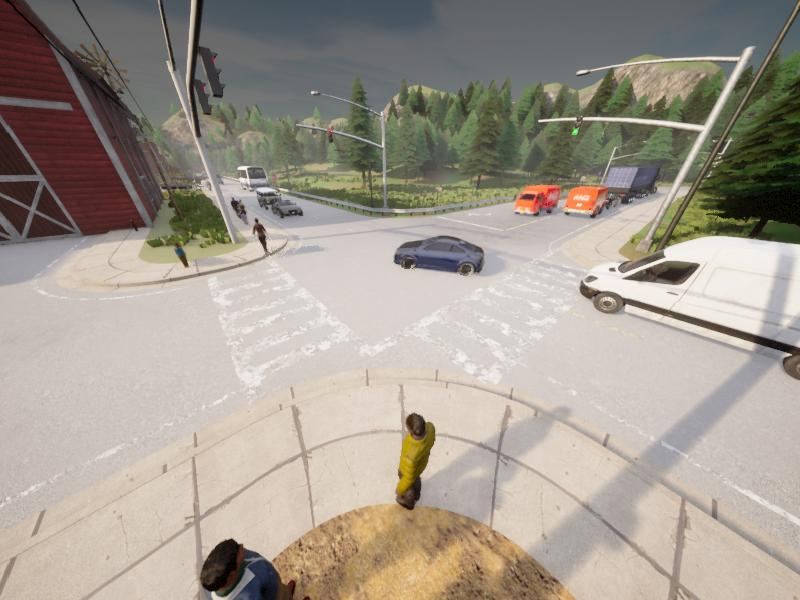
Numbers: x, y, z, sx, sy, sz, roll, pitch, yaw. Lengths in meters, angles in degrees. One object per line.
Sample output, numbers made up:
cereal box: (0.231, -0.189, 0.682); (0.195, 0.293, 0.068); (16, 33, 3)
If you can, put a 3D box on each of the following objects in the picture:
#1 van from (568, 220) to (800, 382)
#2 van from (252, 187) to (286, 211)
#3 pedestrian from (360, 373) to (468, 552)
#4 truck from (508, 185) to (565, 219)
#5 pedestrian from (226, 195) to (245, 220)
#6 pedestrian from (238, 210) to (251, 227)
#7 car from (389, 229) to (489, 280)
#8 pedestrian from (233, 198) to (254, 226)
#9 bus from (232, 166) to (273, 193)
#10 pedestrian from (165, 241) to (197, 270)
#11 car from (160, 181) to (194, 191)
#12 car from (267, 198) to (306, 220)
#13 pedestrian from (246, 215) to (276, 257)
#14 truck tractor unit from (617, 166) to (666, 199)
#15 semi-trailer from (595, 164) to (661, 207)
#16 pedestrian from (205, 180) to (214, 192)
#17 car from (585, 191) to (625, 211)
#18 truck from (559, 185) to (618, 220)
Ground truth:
van: (8.668, -0.237, 6.220); (1.988, 2.561, 5.915); (-22, 37, -33)
van: (-15.018, -11.625, 26.442); (2.069, 2.038, 4.480); (-22, 37, -33)
pedestrian: (0.141, 1.936, 2.746); (0.751, 1.860, 0.751); (26, 39, 37)
truck: (13.468, -9.808, 22.807); (5.204, 2.467, 2.627); (-23, 37, -34)
pedestrian: (-14.299, -8.066, 20.106); (0.751, 1.860, 0.751); (-25, 38, -36)
pedestrian: (-11.897, -6.228, 17.683); (0.500, 1.100, 0.500); (-15, 33, -24)
car: (1.813, -2.253, 10.853); (4.181, 1.385, 1.994); (9, 31, 15)
pedestrian: (-12.192, -6.868, 18.030); (0.751, 1.860, 0.751); (-22, 37, -33)
bus: (-28.845, -23.616, 45.001); (3.944, 4.253, 10.273); (-22, 37, -33)
pedestrian: (-9.681, -1.971, 10.255); (0.500, 1.100, 0.500); (9, 31, 15)
car: (-45.444, -23.247, 47.133); (4.792, 1.488, 2.163); (-24, 37, -35)
car: (-11.084, -8.948, 22.479); (1.994, 1.385, 4.181); (-22, 37, -33)
pedestrian: (-7.056, -3.285, 11.771); (0.751, 1.860, 0.751); (-19, 35, -30)
truck tractor unit: (37.249, -18.221, 35.643); (6.516, 4.208, 3.053); (-22, 37, -33)
semi-trailer: (31.133, -15.801, 31.243); (14.254, 4.402, 2.717); (-22, 37, -34)
pedestrian: (-34.356, -20.507, 41.654); (0.751, 1.860, 0.751); (-20, 36, -31)
car: (23.816, -11.551, 26.810); (4.902, 1.511, 2.128); (-23, 37, -33)
truck: (18.192, -9.531, 22.327); (5.204, 2.467, 2.627); (-23, 37, -34)
